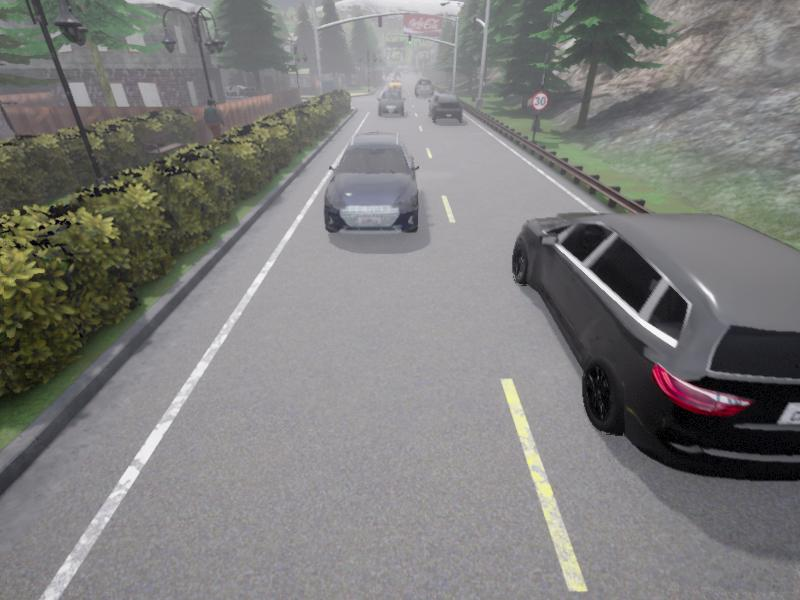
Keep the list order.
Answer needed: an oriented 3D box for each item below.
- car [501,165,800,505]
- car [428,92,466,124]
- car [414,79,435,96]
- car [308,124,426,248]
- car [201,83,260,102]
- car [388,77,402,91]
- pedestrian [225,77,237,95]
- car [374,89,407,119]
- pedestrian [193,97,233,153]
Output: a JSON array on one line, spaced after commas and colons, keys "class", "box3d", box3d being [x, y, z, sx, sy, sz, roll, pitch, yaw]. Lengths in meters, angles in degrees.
[{"class": "car", "box3d": [2.934, -0.246, 4.766, 2.242, 1.667, 4.611, 0, 30, 0]}, {"class": "car", "box3d": [2.904, -12.430, 25.778, 1.837, 1.490, 4.892, 0, 30, 0]}, {"class": "car", "box3d": [2.872, -25.480, 47.923, 2.242, 1.667, 4.611, 0, 30, 0]}, {"class": "car", "box3d": [-0.569, -2.939, 9.415, 2.033, 1.649, 4.856, 0, 30, 0]}, {"class": "car", "box3d": [-17.709, -21.801, 41.981, 5.238, 1.638, 1.930, 2, 30, 4]}, {"class": "car", "box3d": [-0.638, -30.239, 56.018, 1.801, 1.575, 5.366, 0, 30, 0]}, {"class": "pedestrian", "box3d": [-20.202, -25.542, 47.813, 0.751, 1.860, 0.751, 14, 33, 23]}, {"class": "car", "box3d": [-0.597, -13.992, 28.432, 2.128, 1.511, 4.902, 0, 30, 0]}, {"class": "pedestrian", "box3d": [-6.991, -6.545, 15.006, 0.751, 1.860, 0.751, 0, 30, 1]}]
